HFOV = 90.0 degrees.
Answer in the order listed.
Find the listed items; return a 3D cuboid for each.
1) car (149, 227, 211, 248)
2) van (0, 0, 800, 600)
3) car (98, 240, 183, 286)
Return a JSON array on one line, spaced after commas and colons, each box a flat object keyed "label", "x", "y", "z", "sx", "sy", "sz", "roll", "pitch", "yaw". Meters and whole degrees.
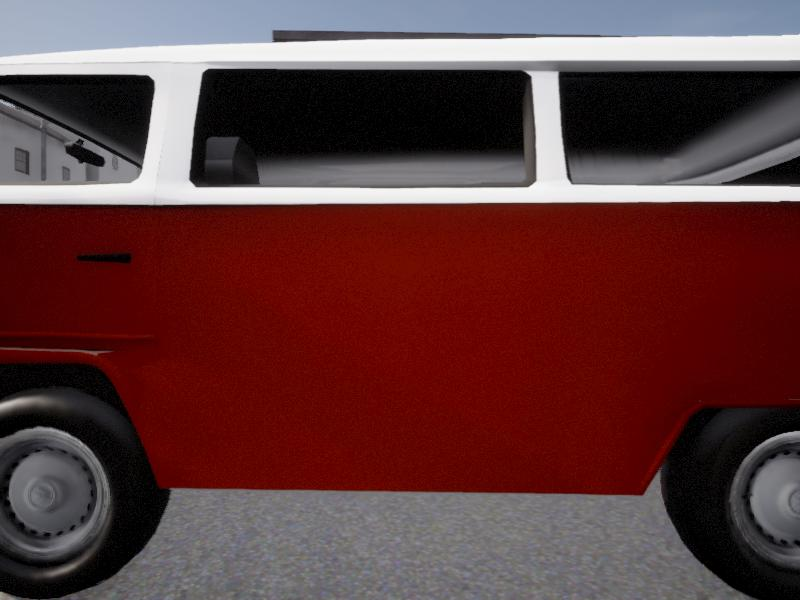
[{"label": "car", "x": -17.635, "y": -5.153, "z": 32.492, "sx": 2.033, "sy": 1.411, "sz": 5.357, "roll": 0, "pitch": 12, "yaw": 0}, {"label": "van", "x": 0.012, "y": -0.025, "z": 2.117, "sx": 4.480, "sy": 2.038, "sz": 2.069, "roll": 0, "pitch": 0, "yaw": 1}, {"label": "car", "x": -13.997, "y": -2.118, "z": 21.914, "sx": 1.816, "sy": 1.474, "sz": 4.193, "roll": 0, "pitch": 20, "yaw": -1}]
